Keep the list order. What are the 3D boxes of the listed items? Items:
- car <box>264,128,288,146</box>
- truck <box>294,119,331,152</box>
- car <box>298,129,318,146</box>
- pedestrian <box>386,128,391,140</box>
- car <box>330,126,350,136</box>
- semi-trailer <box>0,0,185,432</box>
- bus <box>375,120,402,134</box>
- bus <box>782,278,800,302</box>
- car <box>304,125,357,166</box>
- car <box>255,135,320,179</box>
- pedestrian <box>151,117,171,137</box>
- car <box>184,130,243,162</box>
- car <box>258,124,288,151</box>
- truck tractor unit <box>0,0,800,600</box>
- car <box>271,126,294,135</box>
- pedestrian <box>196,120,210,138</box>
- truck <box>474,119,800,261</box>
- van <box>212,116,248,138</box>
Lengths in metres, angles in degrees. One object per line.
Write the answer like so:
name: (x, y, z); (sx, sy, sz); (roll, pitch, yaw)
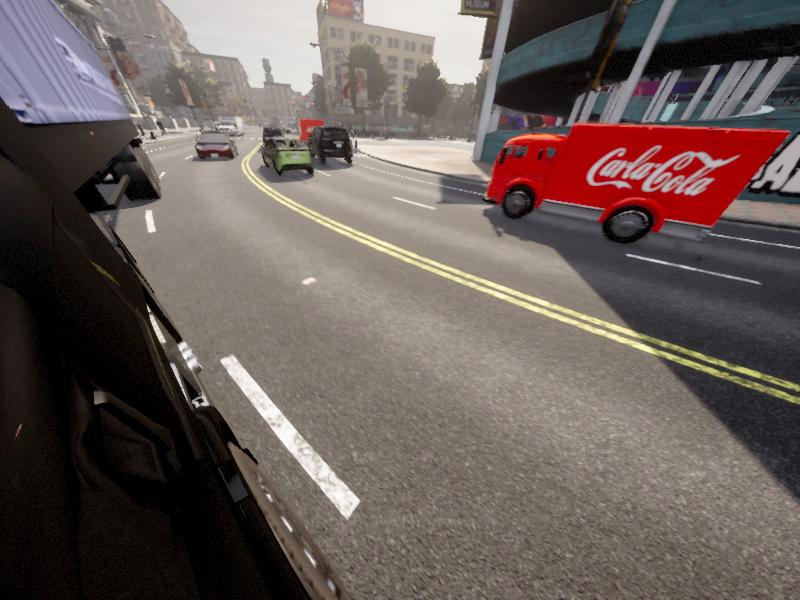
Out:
car: (-14.762, -19.569, 27.633); (2.007, 1.525, 4.514); (-12, 39, -19)
truck: (-8.907, -16.715, 23.402); (2.627, 2.467, 5.204); (-12, 39, -19)
car: (-11.441, -20.159, 28.617); (1.789, 1.549, 3.705); (-12, 39, -19)
pedestrian: (-2.295, -32.684, 45.439); (0.751, 1.860, 0.751); (-5, 37, -10)
car: (-15.580, -43.933, 59.992); (4.553, 1.767, 2.097); (-9, 38, -15)
semi-trailer: (-7.936, -4.040, 4.849); (2.717, 4.402, 14.254); (-25, 45, -32)
bus: (-4.821, -71.479, 95.536); (10.273, 4.253, 3.944); (-12, 39, -19)
bus: (11.301, 0.476, 0.205); (10.273, 4.253, 3.944); (14, 39, 15)
car: (-5.086, -11.138, 16.532); (2.150, 2.045, 5.566); (-16, 40, -23)
car: (-6.180, -7.884, 12.538); (2.007, 1.525, 4.514); (-20, 42, -28)
pedestrian: (-28.367, -20.526, 27.453); (0.751, 1.860, 0.751); (-9, 38, -15)
car: (-12.547, -10.692, 15.924); (2.163, 1.488, 4.792); (-13, 40, -20)
car: (-12.044, -15.615, 22.205); (1.932, 1.855, 4.605); (-12, 37, -19)
truck tractor unit: (-2.645, -0.295, 0.351); (6.516, 4.208, 3.053); (28, 44, 30)
car: (-24.847, -35.665, 48.668); (4.181, 1.385, 1.994); (21, 41, 23)
pedestrian: (-27.285, -23.674, 31.995); (0.751, 1.860, 0.751); (-13, 39, -20)
truck: (5.375, -3.477, 6.601); (5.204, 2.467, 2.627); (24, 42, 26)
van: (-26.543, -27.253, 36.404); (2.351, 2.431, 6.366); (-7, 38, -12)
